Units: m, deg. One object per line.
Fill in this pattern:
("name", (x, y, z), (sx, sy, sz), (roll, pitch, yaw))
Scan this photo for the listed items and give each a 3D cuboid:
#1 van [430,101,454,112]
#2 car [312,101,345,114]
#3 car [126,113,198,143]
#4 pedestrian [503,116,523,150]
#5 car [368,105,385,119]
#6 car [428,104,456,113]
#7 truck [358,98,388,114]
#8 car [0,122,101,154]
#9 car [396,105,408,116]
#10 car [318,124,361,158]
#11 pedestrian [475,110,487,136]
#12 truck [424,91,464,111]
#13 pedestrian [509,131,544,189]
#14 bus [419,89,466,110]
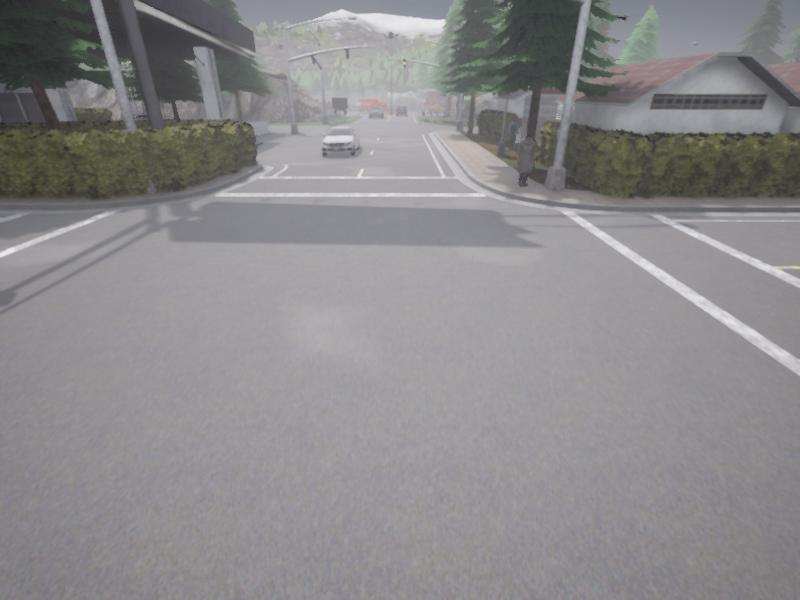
("van", (8.251, -38.074, 78.790), (4.442, 1.987, 1.775), (0, 27, 0))
("car", (-12.943, -35.002, 72.696), (5.566, 2.045, 2.150), (0, 27, 0))
("car", (-17.736, -12.921, 29.997), (3.866, 1.878, 1.905), (0, 27, 0))
("pedestrian", (6.738, -10.002, 23.976), (0.751, 1.860, 0.751), (0, 27, 0))
("car", (-3.284, -26.346, 56.057), (2.038, 1.542, 4.974), (0, 27, 0))
("car", (7.954, -36.272, 75.784), (5.008, 1.535, 1.882), (0, 27, 0))
("truck", (-4.786, -35.152, 72.543), (5.204, 2.467, 2.627), (0, 27, 0))
("car", (-22.078, -10.187, 25.041), (4.611, 1.667, 2.242), (0, 27, 0))
("car", (0.282, -29.359, 61.944), (1.789, 1.549, 3.705), (1, 26, 1))
("car", (-3.435, -9.460, 23.583), (1.812, 1.442, 4.674), (-1, 27, 1))
("pedestrian", (6.589, -14.419, 32.630), (0.751, 1.860, 0.751), (1, 27, 2))
("truck", (9.559, -43.699, 87.698), (8.468, 3.827, 2.891), (0, 27, 0))
("pedestrian", (4.456, -4.951, 14.166), (0.751, 1.860, 0.751), (0, 27, 0))
("bus", (9.808, -47.036, 93.709), (10.273, 4.253, 3.944), (0, 27, 0))
